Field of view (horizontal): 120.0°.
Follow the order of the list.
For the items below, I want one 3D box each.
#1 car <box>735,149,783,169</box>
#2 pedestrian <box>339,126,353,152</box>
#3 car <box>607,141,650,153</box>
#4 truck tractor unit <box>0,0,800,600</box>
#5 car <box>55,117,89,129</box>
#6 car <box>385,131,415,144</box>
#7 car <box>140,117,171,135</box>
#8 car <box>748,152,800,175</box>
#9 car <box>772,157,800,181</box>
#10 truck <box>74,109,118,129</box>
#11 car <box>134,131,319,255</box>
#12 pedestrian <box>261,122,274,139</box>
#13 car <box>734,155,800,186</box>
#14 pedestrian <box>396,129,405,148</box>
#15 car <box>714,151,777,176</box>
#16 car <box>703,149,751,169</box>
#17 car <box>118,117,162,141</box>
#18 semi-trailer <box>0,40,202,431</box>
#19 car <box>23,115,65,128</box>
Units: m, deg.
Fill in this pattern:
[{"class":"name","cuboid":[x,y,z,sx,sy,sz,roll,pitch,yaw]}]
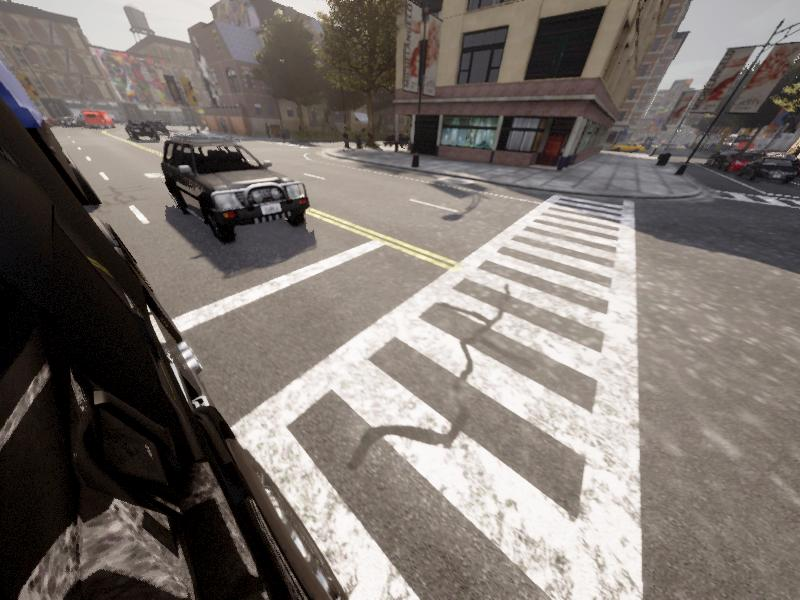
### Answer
[{"class":"car","cuboid":[42.322,-16.744,27.376,1.851,1.617,3.988,28,44,30]},{"class":"pedestrian","cuboid":[-4.838,-14.362,20.683,0.751,1.860,0.751,-27,46,-33]},{"class":"car","cuboid":[43.518,-29.203,44.117,5.366,1.575,1.801,15,38,15]},{"class":"truck tractor unit","cuboid":[-2.645,-0.295,0.351,6.516,4.208,3.053,28,44,30]},{"class":"car","cuboid":[-55.376,-30.050,39.107,1.970,1.475,3.806,-19,42,-26]},{"class":"car","cuboid":[0.020,-26.408,37.562,1.930,1.638,5.238,28,44,30]},{"class":"car","cuboid":[-35.291,-25.045,33.294,4.605,1.855,1.932,30,45,31]},{"class":"car","cuboid":[38.074,-13.777,23.223,2.128,1.511,4.902,28,44,30]},{"class":"car","cuboid":[33.807,-10.782,19.069,1.994,1.385,4.181,28,43,30]},{"class":"truck","cuboid":[-51.888,-30.963,39.646,2.627,2.467,5.204,-19,42,-26]},{"class":"car","cuboid":[-4.377,-2.998,5.815,4.605,1.855,1.932,28,44,30]},{"class":"pedestrian","cuboid":[-18.259,-23.370,31.862,0.751,1.860,0.751,12,38,12]},{"class":"car","cuboid":[27.721,-9.851,17.374,1.812,1.442,4.674,28,44,30]},{"class":"pedestrian","cuboid":[0.071,-19.118,27.349,0.751,1.860,0.751,31,45,32]},{"class":"car","cuboid":[31.941,-12.834,21.559,2.007,1.525,4.514,28,44,30]},{"class":"car","cuboid":[36.103,-15.717,25.702,1.837,1.490,4.892,28,43,29]},{"class":"car","cuboid":[-27.761,-18.244,24.689,4.605,1.855,1.932,29,44,30]},{"class":"semi-trailer","cuboid":[-8.718,-3.592,4.208,14.254,4.402,2.717,28,44,30]},{"class":"car","cuboid":[-57.986,-29.206,37.759,2.002,1.452,4.674,-18,41,-25]}]
